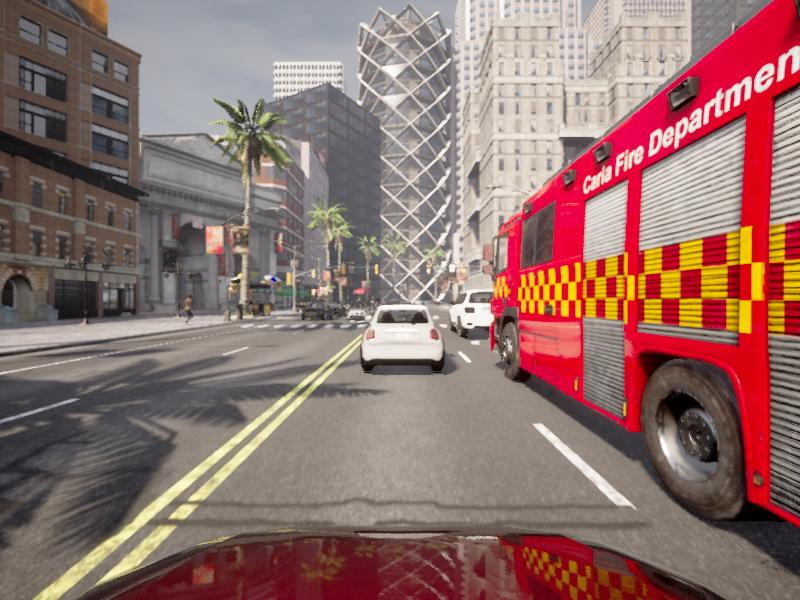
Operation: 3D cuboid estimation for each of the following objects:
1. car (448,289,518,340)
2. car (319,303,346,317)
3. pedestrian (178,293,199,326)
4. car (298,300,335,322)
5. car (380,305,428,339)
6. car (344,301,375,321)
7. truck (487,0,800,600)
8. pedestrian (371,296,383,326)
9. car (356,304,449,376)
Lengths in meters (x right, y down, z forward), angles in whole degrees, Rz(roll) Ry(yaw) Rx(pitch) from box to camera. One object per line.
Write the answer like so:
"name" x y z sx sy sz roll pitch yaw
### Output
"car" 3.638 0.592 18.717 2.150 2.045 5.566 0 0 0
"car" -6.671 0.997 40.227 1.895 1.301 4.718 0 0 1
"pedestrian" -12.176 0.516 23.067 0.751 1.860 0.751 0 0 24
"car" -6.737 0.815 32.864 1.930 1.638 5.238 0 0 1
"car" 0.144 0.933 18.583 1.994 1.385 4.181 0 0 0
"car" -3.236 0.872 32.893 2.007 1.525 4.514 0 0 1
"truck" 3.525 -0.313 5.436 2.891 3.827 8.468 0 0 0
"pedestrian" -1.407 0.670 24.772 0.751 1.860 0.751 0 0 -2
"car" 0.067 0.867 10.325 1.970 1.475 3.806 0 0 0
